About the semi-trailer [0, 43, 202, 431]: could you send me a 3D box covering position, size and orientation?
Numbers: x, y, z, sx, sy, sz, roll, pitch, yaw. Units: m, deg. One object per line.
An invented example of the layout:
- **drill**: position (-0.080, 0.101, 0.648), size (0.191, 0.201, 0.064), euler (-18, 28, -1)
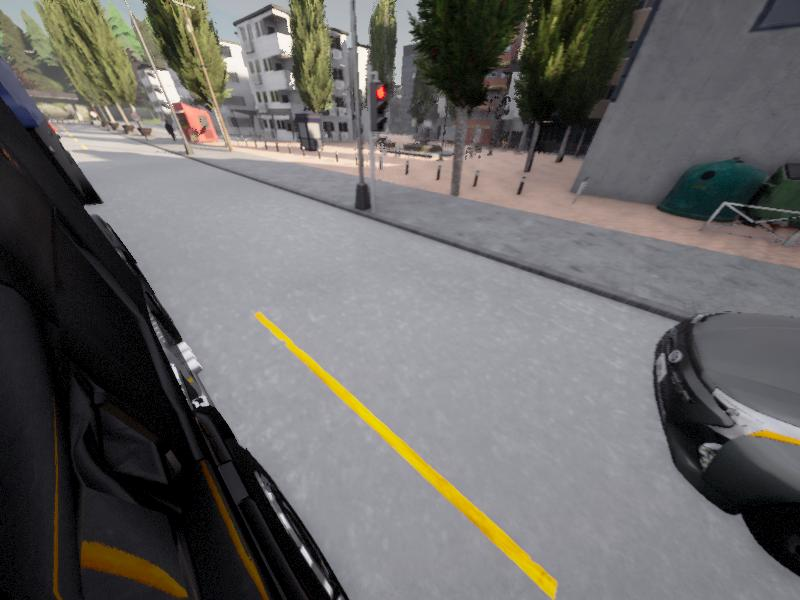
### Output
- **semi-trailer**: position (-8.705, -3.596, 4.227), size (14.254, 4.402, 2.717), euler (28, 44, 30)

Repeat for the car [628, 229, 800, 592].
- **car**: position (4.201, 1.305, 0.882), size (4.514, 1.525, 2.007), euler (28, 44, 30)

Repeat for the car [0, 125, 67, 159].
- **car**: position (-22.420, -9.656, 14.019), size (4.181, 1.385, 1.994), euler (28, 44, 30)

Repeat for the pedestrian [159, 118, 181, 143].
- **pedestrian**: position (-22.062, -16.252, 22.206), size (0.751, 1.860, 0.751), euler (31, 45, 32)

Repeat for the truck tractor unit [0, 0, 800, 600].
- **truck tractor unit**: position (-2.645, -0.295, 0.351), size (6.516, 4.208, 3.053), euler (28, 44, 30)

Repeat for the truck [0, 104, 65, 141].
- **truck**: position (-34.257, -16.416, 21.395), size (5.204, 2.467, 2.627), euler (28, 44, 30)

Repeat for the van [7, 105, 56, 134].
- **van**: position (-44.698, -22.014, 28.171), size (5.915, 2.561, 1.988), euler (28, 44, 30)
